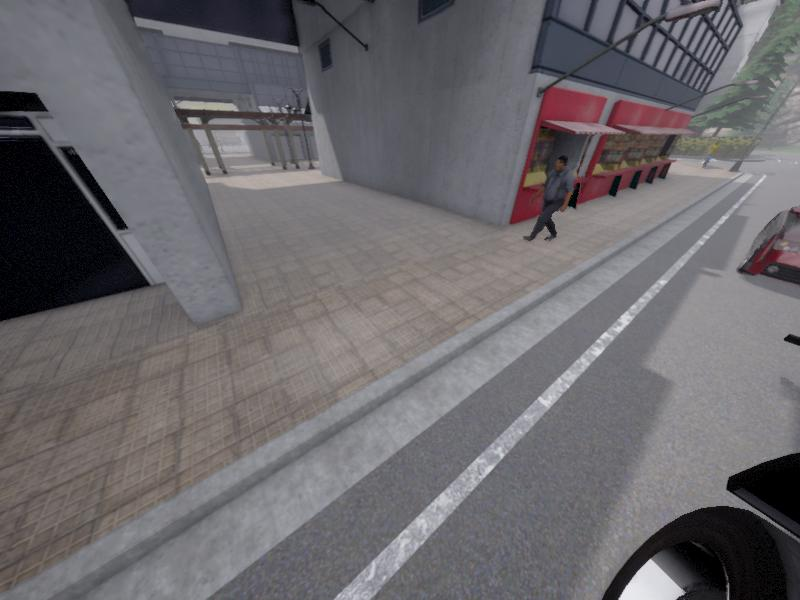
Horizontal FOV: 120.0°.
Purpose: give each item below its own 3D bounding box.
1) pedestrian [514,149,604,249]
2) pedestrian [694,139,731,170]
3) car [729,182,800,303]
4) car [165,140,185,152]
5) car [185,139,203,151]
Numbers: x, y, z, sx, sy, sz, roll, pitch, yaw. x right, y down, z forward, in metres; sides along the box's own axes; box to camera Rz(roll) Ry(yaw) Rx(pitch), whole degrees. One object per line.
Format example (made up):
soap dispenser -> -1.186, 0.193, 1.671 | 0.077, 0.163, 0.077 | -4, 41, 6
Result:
pedestrian -> 3.315, -2.160, 5.027 | 0.751, 1.860, 0.751 | -8, 36, -10
pedestrian -> 23.027, -10.735, 17.042 | 0.751, 1.860, 0.751 | -22, 40, -27
car -> 8.414, -1.110, 4.233 | 4.181, 1.385, 1.994 | -22, 41, -28
car -> -42.681, -29.329, 43.860 | 1.932, 1.855, 4.605 | -23, 41, -29
car -> -40.578, -30.533, 45.515 | 1.905, 1.878, 3.866 | -23, 41, -29
